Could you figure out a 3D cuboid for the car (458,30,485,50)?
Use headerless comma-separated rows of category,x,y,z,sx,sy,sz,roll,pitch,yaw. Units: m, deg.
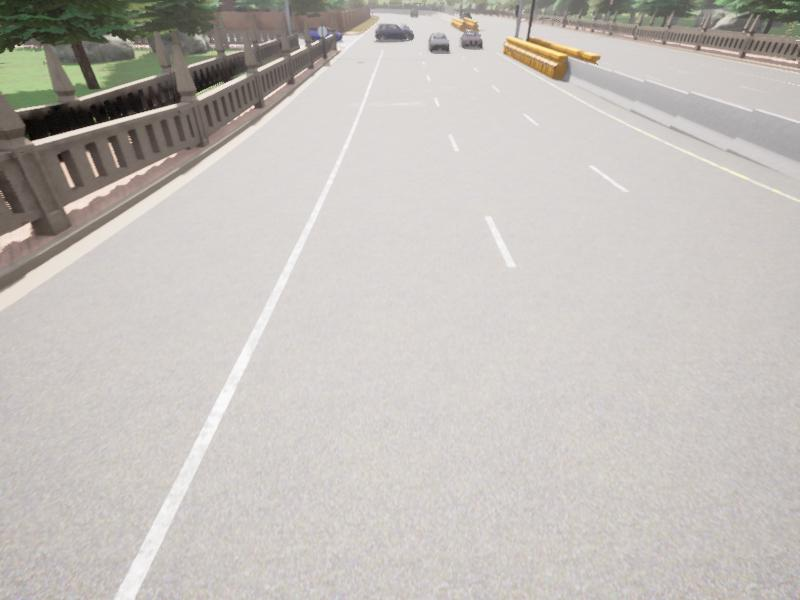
car,7.152,-26.225,40.309,1.994,1.385,4.181,0,37,0

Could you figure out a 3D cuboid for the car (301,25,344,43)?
car,-8.890,-30.648,46.071,4.514,1.525,2.007,-1,37,-1

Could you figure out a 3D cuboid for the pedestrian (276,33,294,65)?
pedestrian,-8.187,-17.876,28.490,0.751,1.860,0.751,1,37,2

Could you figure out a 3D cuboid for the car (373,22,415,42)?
car,-0.712,-31.455,46.918,4.553,1.767,2.097,-7,37,-10

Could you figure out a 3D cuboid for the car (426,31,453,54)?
car,3.632,-24.386,37.840,2.033,1.411,5.357,0,37,0
